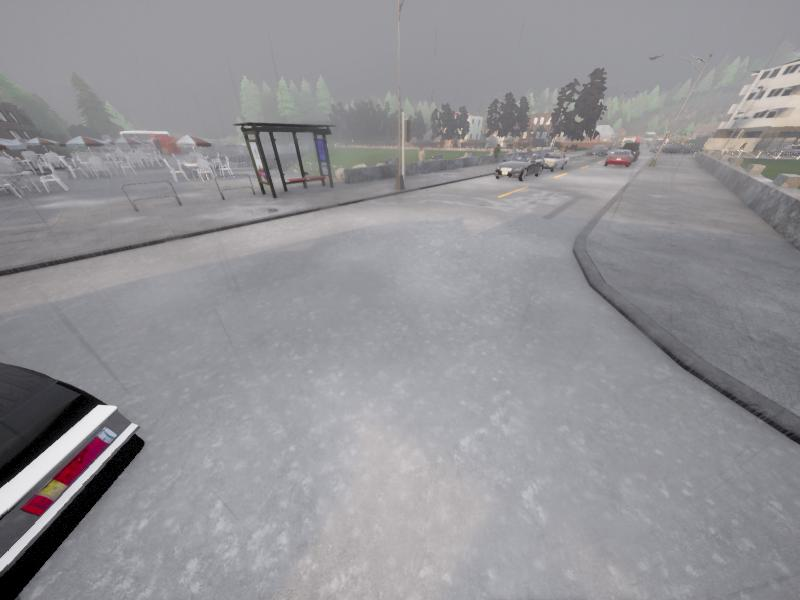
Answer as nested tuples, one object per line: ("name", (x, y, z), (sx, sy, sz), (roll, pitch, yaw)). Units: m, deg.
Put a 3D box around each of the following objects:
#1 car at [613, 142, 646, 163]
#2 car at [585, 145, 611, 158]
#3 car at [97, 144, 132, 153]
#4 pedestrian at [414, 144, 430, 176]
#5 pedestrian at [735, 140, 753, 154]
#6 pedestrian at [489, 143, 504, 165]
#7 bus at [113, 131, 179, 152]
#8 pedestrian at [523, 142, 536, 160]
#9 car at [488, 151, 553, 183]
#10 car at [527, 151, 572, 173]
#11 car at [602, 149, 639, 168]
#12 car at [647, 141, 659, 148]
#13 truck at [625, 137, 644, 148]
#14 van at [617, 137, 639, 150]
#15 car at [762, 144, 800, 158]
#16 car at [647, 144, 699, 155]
("car", (26.931, -17.349, 27.093), (1.905, 1.878, 3.866), (29, 44, 35))
("car", (28.805, -21.615, 33.559), (1.837, 1.490, 4.892), (29, 44, 35))
("car", (-66.887, -35.615, 54.288), (2.038, 1.542, 4.974), (29, 44, 35))
("pedestrian", (1.517, -9.854, 16.305), (0.751, 1.860, 0.751), (28, 44, 35))
("pedestrian", (56.126, -25.033, 37.716), (0.751, 1.860, 0.751), (23, 41, 29))
("pedestrian", (9.579, -14.482, 22.899), (0.751, 1.860, 0.751), (25, 42, 32))
("bus", (-65.154, -40.957, 59.618), (3.944, 4.253, 10.273), (29, 44, 35))
("pedestrian", (16.026, -18.537, 28.682), (0.751, 1.860, 0.751), (29, 44, 35))
("car", (8.410, -9.316, 16.012), (2.128, 1.511, 4.902), (29, 45, 35))
("car", (13.148, -12.145, 20.234), (1.895, 1.301, 4.718), (29, 44, 35))
("car", (22.002, -14.165, 23.010), (1.994, 1.385, 4.181), (27, 43, 33))
("car", (72.922, -44.787, 66.485), (1.789, 1.549, 3.705), (29, 44, 35))
("truck", (66.154, -44.403, 65.193), (2.627, 2.467, 5.204), (29, 44, 35))
("van", (54.903, -37.641, 55.592), (2.351, 2.431, 6.366), (29, 44, 35))
("car", (54.797, -20.964, 32.452), (3.806, 1.475, 1.970), (29, 44, 35))
("car", (45.909, -25.448, 39.035), (5.357, 1.411, 2.033), (22, 41, 29))
